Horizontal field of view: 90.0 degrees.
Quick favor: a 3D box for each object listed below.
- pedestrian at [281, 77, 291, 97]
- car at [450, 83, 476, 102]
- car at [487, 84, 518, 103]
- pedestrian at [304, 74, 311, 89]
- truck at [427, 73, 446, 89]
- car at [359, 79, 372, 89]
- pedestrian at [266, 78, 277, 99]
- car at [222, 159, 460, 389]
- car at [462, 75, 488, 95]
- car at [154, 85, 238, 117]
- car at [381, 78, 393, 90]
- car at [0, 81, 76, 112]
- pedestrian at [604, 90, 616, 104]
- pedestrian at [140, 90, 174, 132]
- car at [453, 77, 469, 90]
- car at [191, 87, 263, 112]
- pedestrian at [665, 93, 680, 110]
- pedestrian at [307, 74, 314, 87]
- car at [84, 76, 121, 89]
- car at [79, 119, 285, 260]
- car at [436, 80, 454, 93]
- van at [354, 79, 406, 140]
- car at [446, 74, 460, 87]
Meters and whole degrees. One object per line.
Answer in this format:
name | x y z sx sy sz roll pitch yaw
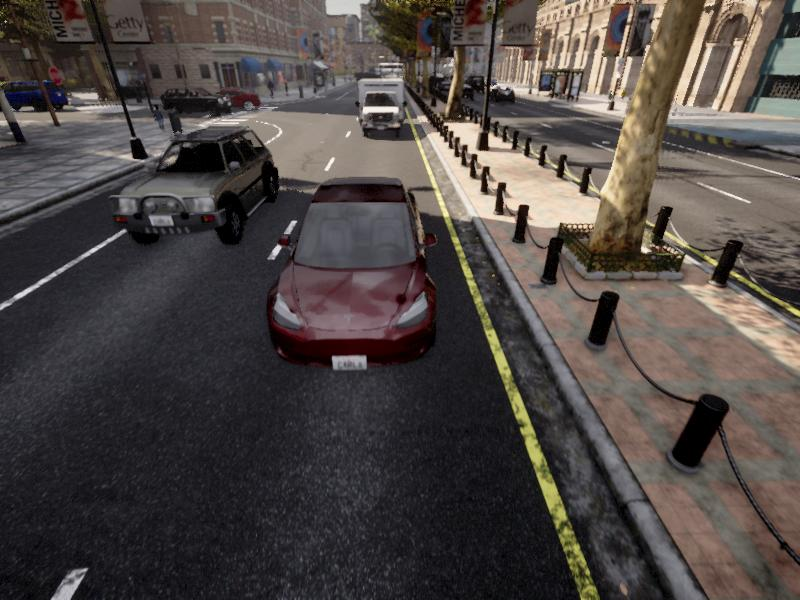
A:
pedestrian | -12.473 -23.358 43.865 0.751 1.860 0.751 -3 30 -5
car | 6.531 -21.803 41.933 1.837 1.490 4.892 -1 30 -1
car | 10.088 -20.499 39.722 1.970 1.475 3.806 -1 30 -1
pedestrian | -13.748 -32.384 59.339 0.751 1.860 0.751 0 30 0
truck | 5.948 -35.852 65.416 2.390 2.098 6.274 -1 30 -1
car | -5.522 -34.725 64.262 1.895 1.301 4.718 -1 30 -1
pedestrian | -13.089 -21.556 40.776 0.751 1.860 0.751 -6 31 -10
car | -0.584 -0.893 6.092 2.163 1.488 4.792 -1 30 -1
car | 9.769 -28.236 52.427 2.150 2.045 5.566 -1 30 -1
car | -14.369 -14.131 28.383 4.605 1.855 1.932 2 30 4
car | -1.949 -33.078 61.304 1.812 1.442 4.674 -1 30 -1
car | -29.209 -15.840 31.121 5.566 2.045 2.150 -1 30 -2
pedestrian | 18.576 -17.944 35.376 0.500 1.100 0.500 0 30 0
pedestrian | -12.231 -9.559 20.209 0.751 1.860 0.751 -1 30 -1
car | 9.517 -34.002 62.779 1.789 1.549 3.705 -1 30 -1
car | -13.800 -16.155 32.185 5.008 1.535 1.882 -10 32 -17
pedestrian | 20.946 -15.236 30.736 0.500 1.100 0.500 -1 30 -2
pedestrian | -14.318 -35.179 64.128 0.751 1.860 0.751 2 30 3
car | -47.073 -34.449 63.407 1.930 1.638 5.238 -1 30 -1
car | -4.154 -2.703 8.797 1.932 1.855 4.605 -1 30 -1
car | 6.192 -29.760 55.681 1.994 1.385 4.181 -1 30 -1
van | -0.971 -10.395 21.442 2.351 2.431 6.366 -1 30 -1
car | 9.325 -38.684 70.508 1.905 1.878 3.866 -1 30 -1
